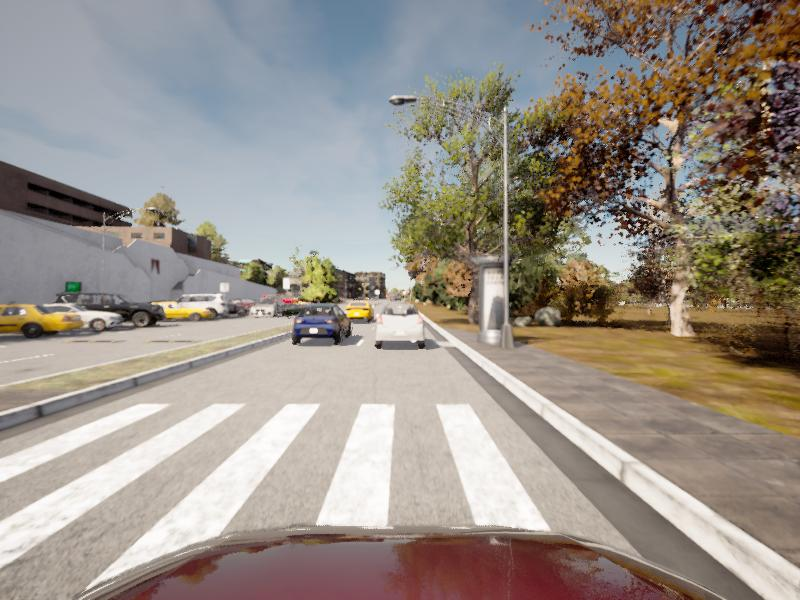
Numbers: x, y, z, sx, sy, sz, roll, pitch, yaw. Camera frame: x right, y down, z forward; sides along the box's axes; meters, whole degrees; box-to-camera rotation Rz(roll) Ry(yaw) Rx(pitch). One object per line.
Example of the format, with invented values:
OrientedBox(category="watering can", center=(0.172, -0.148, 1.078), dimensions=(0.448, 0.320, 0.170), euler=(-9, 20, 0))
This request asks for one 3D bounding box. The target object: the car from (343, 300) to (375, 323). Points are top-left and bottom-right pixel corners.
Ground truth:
OrientedBox(category="car", center=(-2.998, 0.808, 30.222), dimensions=(1.882, 1.535, 5.008), euler=(0, 1, 0))

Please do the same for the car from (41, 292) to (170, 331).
OrientedBox(category="car", center=(-16.811, 0.601, 23.273), dimensions=(5.566, 2.045, 2.435), euler=(-1, 0, -20))

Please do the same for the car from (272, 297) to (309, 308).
OrientedBox(category="car", center=(-16.980, 0.429, 62.216), dimensions=(5.366, 1.575, 1.946), euler=(-1, 1, -20))

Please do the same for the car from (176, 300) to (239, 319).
OrientedBox(category="car", center=(-16.851, 0.809, 35.255), dimensions=(4.792, 1.488, 2.163), euler=(-1, 1, -20))

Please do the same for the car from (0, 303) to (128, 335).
OrientedBox(category="car", center=(-16.840, 0.894, 20.254), dimensions=(4.674, 1.452, 2.002), euler=(-1, 0, -20))

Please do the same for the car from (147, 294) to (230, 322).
OrientedBox(category="car", center=(-16.856, 0.554, 32.254), dimensions=(5.566, 2.045, 2.435), euler=(-1, 1, -20))

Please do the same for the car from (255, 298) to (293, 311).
OrientedBox(category="car", center=(-16.787, 0.577, 53.295), dimensions=(4.792, 1.488, 2.163), euler=(-1, 1, -20))

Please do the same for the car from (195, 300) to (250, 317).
OrientedBox(category="car", center=(-16.826, 0.793, 38.280), dimensions=(4.674, 1.452, 2.002), euler=(-1, 0, -20))

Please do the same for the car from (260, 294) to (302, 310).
OrientedBox(category="car", center=(-16.790, 0.255, 56.295), dimensions=(5.566, 2.045, 2.435), euler=(-1, 1, -20))

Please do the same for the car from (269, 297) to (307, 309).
OrientedBox(category="car", center=(-16.635, 0.459, 59.349), dimensions=(5.366, 1.575, 1.946), euler=(-1, 1, -20))

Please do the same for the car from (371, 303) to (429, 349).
OrientedBox(category="car", center=(0.002, 0.847, 14.710), dimensions=(1.845, 1.501, 3.633), euler=(0, 0, 0))

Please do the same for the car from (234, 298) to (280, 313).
OrientedBox(category="car", center=(-16.810, 0.635, 47.279), dimensions=(5.008, 1.535, 2.097), euler=(-1, 1, -20))

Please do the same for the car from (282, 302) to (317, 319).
OrientedBox(category="car", center=(-8.755, 0.892, 35.310), dimensions=(1.895, 1.301, 4.718), euler=(0, 0, 0))

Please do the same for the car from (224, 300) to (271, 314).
OrientedBox(category="car", center=(-16.822, 0.717, 44.279), dimensions=(4.674, 1.452, 2.002), euler=(-1, 0, -20))

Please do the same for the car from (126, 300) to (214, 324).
OrientedBox(category="car", center=(-16.658, 0.819, 29.328), dimensions=(5.366, 1.575, 1.946), euler=(-1, 0, -20))

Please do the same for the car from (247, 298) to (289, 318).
OrientedBox(category="car", center=(-11.754, 0.699, 35.908), dimensions=(2.242, 1.667, 4.611), euler=(0, 0, 0))

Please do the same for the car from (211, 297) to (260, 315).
OrientedBox(category="car", center=(-16.854, 0.590, 41.267), dimensions=(4.553, 1.767, 2.185), euler=(-1, 1, -20))

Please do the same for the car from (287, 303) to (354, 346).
OrientedBox(category="car", center=(-3.000, 0.876, 15.975), dimensions=(1.816, 1.474, 4.193), euler=(0, 0, 0))

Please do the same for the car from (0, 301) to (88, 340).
OrientedBox(category="car", center=(-17.009, 0.855, 17.181), dimensions=(5.366, 1.575, 1.946), euler=(-1, 0, -20))
